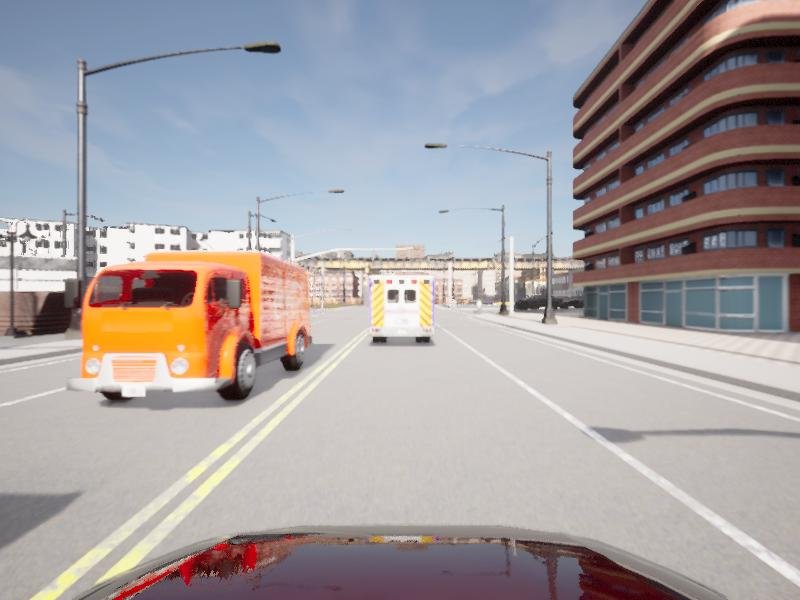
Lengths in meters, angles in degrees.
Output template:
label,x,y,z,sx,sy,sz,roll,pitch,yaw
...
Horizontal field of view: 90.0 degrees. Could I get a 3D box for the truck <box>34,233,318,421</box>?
label,x,y,z,sx,sy,sz,roll,pitch,yaw
truck,-3.477,0.357,7.853,2.627,2.467,5.204,0,0,0

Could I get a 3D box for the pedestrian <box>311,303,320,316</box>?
label,x,y,z,sx,sy,sz,roll,pitch,yaw
pedestrian,-8.457,0.921,40.009,0.751,1.300,0.751,0,0,-19

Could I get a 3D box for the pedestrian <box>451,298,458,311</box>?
label,x,y,z,sx,sy,sz,roll,pitch,yaw
pedestrian,7.895,0.592,57.957,0.751,1.860,0.751,0,0,-17

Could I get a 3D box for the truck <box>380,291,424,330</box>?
label,x,y,z,sx,sy,sz,roll,pitch,yaw
truck,0.113,0.545,24.745,2.390,2.098,6.274,0,0,0

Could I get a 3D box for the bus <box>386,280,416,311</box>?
label,x,y,z,sx,sy,sz,roll,pitch,yaw
bus,0.158,-0.560,59.231,3.944,4.253,10.273,0,0,0

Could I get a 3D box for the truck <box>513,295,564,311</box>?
label,x,y,z,sx,sy,sz,roll,pitch,yaw
truck,19.495,0.393,56.451,6.274,2.098,2.390,-1,0,1

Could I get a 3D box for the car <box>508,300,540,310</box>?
label,x,y,z,sx,sy,sz,roll,pitch,yaw
car,18.610,0.773,59.974,4.181,1.385,1.994,-1,0,1

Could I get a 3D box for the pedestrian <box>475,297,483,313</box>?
label,x,y,z,sx,sy,sz,roll,pitch,yaw
pedestrian,9.250,0.590,46.685,0.751,1.860,0.751,0,0,-3

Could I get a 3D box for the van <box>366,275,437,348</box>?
label,x,y,z,sx,sy,sz,roll,pitch,yaw
van,0.072,0.380,16.506,2.351,2.431,6.366,0,0,0
